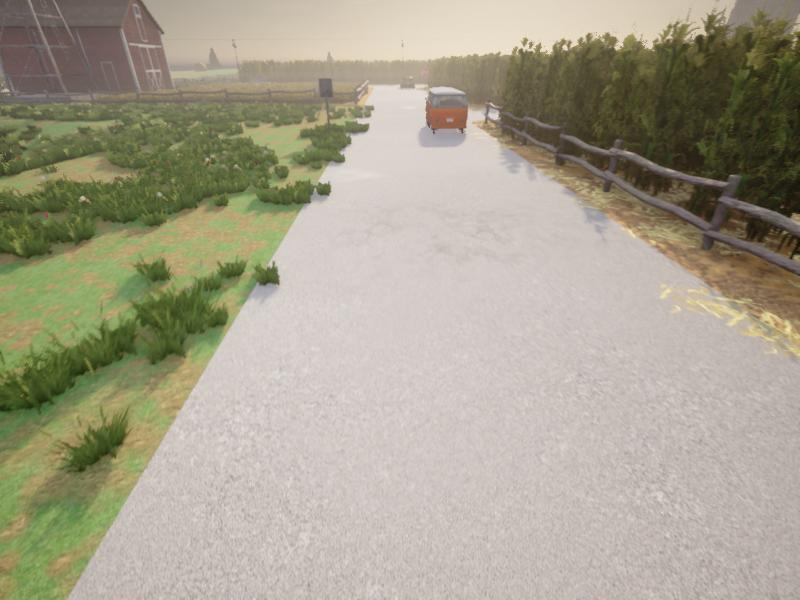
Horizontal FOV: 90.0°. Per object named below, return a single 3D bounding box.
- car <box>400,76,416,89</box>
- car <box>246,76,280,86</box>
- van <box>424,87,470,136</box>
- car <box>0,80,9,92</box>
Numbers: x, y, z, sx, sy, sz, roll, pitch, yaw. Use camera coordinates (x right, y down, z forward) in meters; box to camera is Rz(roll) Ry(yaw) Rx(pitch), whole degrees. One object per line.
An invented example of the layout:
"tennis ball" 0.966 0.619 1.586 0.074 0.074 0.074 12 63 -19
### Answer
"car" 1.146 -33.862 62.258 2.242 1.667 4.611 -1 30 -1
"car" -23.606 -37.707 68.902 4.974 1.542 2.038 -1 30 -1
"van" 2.379 -10.127 21.298 1.775 1.987 4.442 -1 30 -1
"car" -57.298 -29.633 55.502 1.970 1.475 3.806 2 30 4
